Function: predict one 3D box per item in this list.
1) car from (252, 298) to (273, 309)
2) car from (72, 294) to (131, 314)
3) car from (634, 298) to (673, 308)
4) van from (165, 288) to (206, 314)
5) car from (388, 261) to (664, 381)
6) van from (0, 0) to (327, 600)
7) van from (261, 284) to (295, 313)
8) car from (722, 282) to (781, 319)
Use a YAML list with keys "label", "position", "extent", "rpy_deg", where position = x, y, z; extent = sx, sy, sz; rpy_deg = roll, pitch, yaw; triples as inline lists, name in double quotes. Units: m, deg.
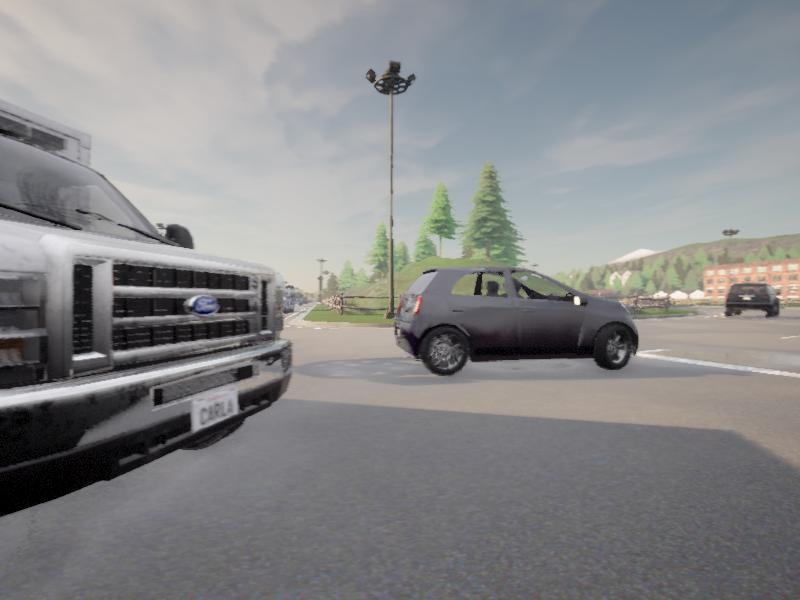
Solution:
- label: "car"
  position: [-17.466, 0.453, 50.937]
  extent: [1.994, 1.385, 4.181]
  rpy_deg: [0, 0, -11]
- label: "car"
  position: [-24.670, 0.331, 33.335]
  extent: [2.038, 1.542, 4.974]
  rpy_deg: [0, 0, -11]
- label: "car"
  position: [39.934, 0.437, 63.087]
  extent: [2.033, 1.411, 5.357]
  rpy_deg: [0, 0, -12]
- label: "van"
  position: [-17.395, 0.096, 32.647]
  extent: [1.775, 1.987, 4.442]
  rpy_deg: [0, 0, -11]
- label: "car"
  position: [1.755, 0.246, 6.216]
  extent: [3.633, 1.501, 1.845]
  rpy_deg: [0, 1, -10]
- label: "van"
  position: [-3.912, -0.209, 2.602]
  extent: [6.366, 2.431, 2.351]
  rpy_deg: [0, 0, 14]
- label: "van"
  position: [-11.102, -0.116, 36.874]
  extent: [2.351, 2.431, 6.366]
  rpy_deg: [0, 0, -11]
- label: "car"
  position: [21.887, 0.023, 24.817]
  extent: [5.566, 2.045, 2.150]
  rpy_deg: [0, 1, -43]
